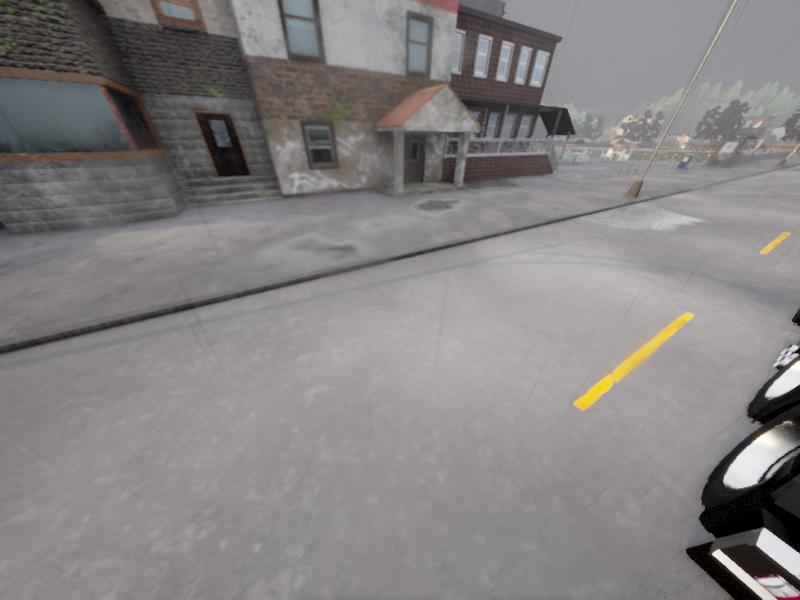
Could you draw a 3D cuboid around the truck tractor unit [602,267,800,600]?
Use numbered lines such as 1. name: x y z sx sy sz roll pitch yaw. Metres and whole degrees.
1. truck tractor unit: 5.115 -0.297 0.774 6.516 4.208 3.053 -18 39 -24
